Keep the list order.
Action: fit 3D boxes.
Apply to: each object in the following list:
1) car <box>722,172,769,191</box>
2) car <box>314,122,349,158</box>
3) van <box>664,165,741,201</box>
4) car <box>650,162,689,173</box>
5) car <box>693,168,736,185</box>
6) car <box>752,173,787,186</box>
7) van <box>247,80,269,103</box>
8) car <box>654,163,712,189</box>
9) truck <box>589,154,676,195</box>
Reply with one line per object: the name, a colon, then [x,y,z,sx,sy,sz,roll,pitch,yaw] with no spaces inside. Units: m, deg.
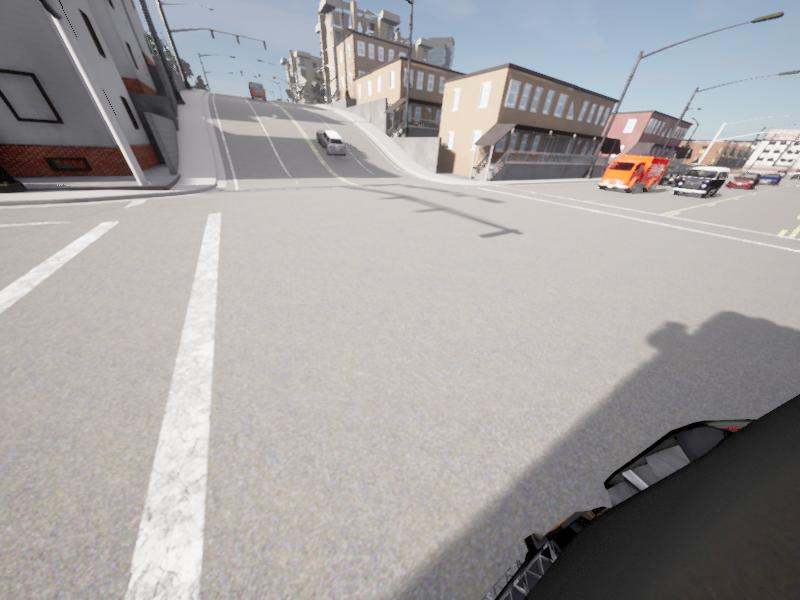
car: [37.755,-13.001,25.269,3.988,1.617,1.851,-16,38,-26]
car: [-6.626,-15.411,22.276,1.970,1.475,3.806,-17,60,-27]
van: [22.907,-8.938,17.525,4.480,2.038,2.069,-16,38,-26]
car: [66.211,-32.595,56.834,2.150,2.045,5.566,-16,38,-26]
car: [41.616,-16.407,30.566,4.553,1.767,2.097,-16,38,-26]
car: [53.133,-17.323,33.205,4.674,1.442,1.812,-16,38,-26]
van: [-19.710,-28.791,31.939,1.775,1.987,4.442,-16,46,-26]
car: [29.986,-13.158,24.481,5.566,2.045,2.150,-15,38,-26]
truck: [18.345,-9.939,18.293,5.204,2.467,2.627,-15,37,-26]
